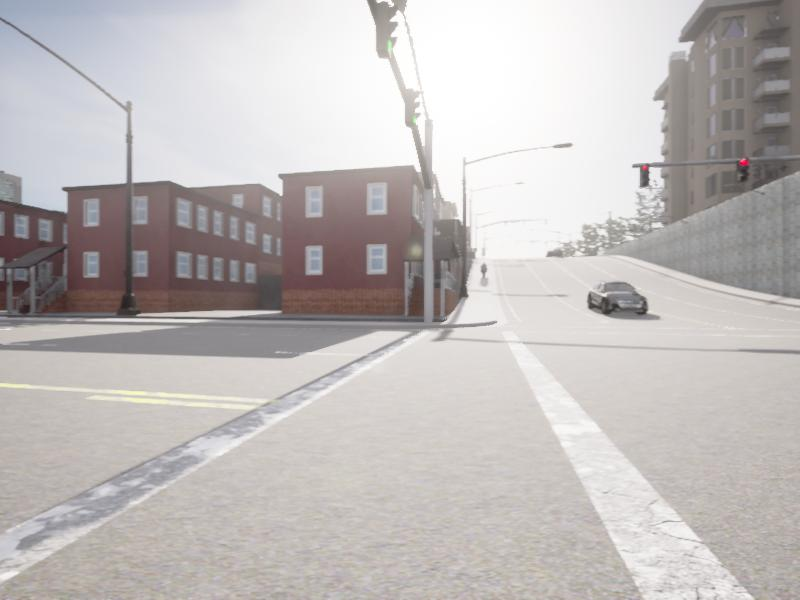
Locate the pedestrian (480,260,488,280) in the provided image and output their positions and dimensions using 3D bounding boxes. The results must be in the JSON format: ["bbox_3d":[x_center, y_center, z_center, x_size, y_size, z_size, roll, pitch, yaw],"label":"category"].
[{"bbox_3d":[8.141,-2.908,38.760,0.751,1.860,0.751,0,0,11],"label":"pedestrian"}]

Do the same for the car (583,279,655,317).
[{"bbox_3d":[11.443,-0.201,21.299,2.033,1.649,4.856,0,5,12],"label":"car"}]
